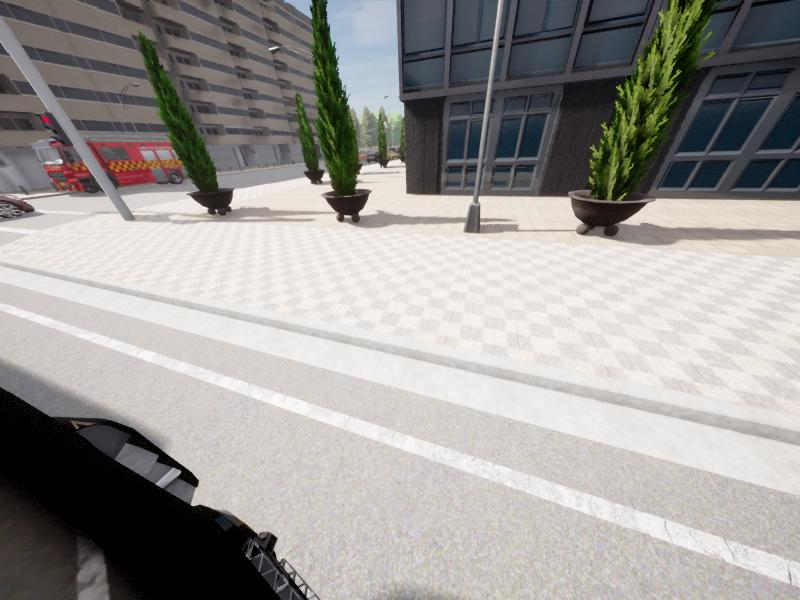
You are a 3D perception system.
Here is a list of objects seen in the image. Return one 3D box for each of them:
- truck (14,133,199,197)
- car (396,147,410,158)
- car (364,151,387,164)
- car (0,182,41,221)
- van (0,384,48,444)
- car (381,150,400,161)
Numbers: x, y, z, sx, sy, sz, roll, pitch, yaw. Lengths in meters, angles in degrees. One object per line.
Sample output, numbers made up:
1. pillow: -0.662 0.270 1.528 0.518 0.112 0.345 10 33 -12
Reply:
1. truck: -23.212 -11.559 19.530 2.891 3.827 8.468 9 35 17
2. car: 0.763 -32.213 50.476 1.905 1.878 3.866 9 35 17
3. car: -4.028 -24.216 39.156 2.007 1.525 4.514 9 35 17
4. car: -20.072 -4.220 10.409 1.970 1.475 3.806 16 39 26
5. van: -6.109 0.531 1.813 4.442 1.987 1.775 9 35 17
6. car: -1.704 -28.043 44.679 1.801 1.575 5.366 9 35 17
